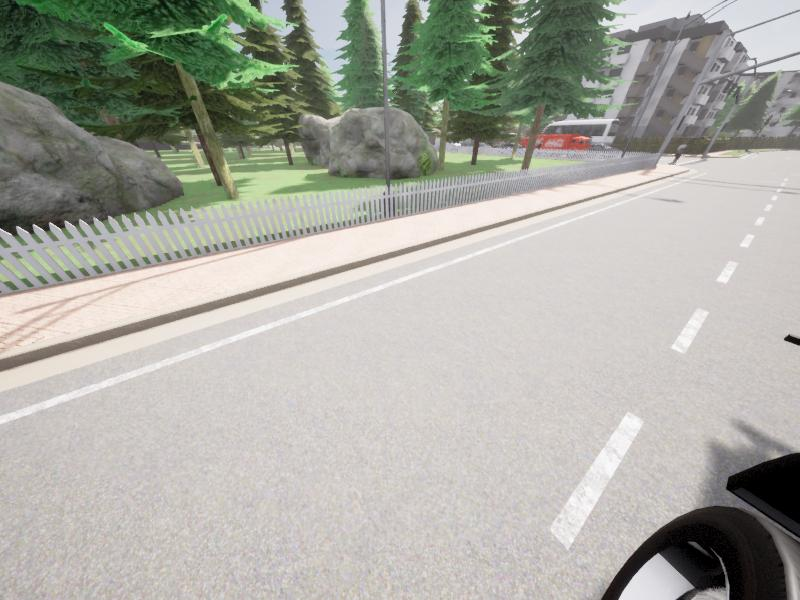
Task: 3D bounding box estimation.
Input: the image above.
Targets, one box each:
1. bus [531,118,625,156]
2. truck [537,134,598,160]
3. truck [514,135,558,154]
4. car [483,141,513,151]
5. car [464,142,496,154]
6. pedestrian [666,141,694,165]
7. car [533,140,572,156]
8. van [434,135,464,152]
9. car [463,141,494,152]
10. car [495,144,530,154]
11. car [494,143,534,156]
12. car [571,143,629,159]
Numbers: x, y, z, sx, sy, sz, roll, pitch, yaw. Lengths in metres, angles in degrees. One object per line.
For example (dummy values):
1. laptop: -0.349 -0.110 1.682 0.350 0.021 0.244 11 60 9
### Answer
1. bus: 27.214 -25.557 36.324 3.944 4.253 10.273 -21 40 -26
2. truck: 20.916 -19.423 29.199 2.627 2.467 5.204 -21 40 -26
3. truck: 22.248 -25.648 38.034 2.627 2.467 5.204 -21 40 -26
4. car: 19.676 -31.273 46.800 1.801 1.575 5.366 -21 40 -26
5. car: 13.345 -25.725 39.045 1.837 1.490 4.892 -21 40 -26
6. pedestrian: 26.085 -13.708 21.538 0.751 1.860 0.751 -17 38 -22
7. car: 21.883 -22.033 33.399 1.905 1.878 3.866 -21 40 -26
8. van: 9.177 -29.837 44.004 1.988 2.561 5.915 -21 40 -26
9. car: 14.440 -28.514 42.886 2.152 1.651 5.027 -21 40 -26
10. car: 18.364 -24.908 38.023 1.895 1.301 4.718 -21 40 -26
11. car: 16.914 -22.566 34.536 1.837 1.490 4.892 -21 40 -26
12. car: 25.191 -18.954 29.335 2.128 1.511 4.902 -21 40 -26
